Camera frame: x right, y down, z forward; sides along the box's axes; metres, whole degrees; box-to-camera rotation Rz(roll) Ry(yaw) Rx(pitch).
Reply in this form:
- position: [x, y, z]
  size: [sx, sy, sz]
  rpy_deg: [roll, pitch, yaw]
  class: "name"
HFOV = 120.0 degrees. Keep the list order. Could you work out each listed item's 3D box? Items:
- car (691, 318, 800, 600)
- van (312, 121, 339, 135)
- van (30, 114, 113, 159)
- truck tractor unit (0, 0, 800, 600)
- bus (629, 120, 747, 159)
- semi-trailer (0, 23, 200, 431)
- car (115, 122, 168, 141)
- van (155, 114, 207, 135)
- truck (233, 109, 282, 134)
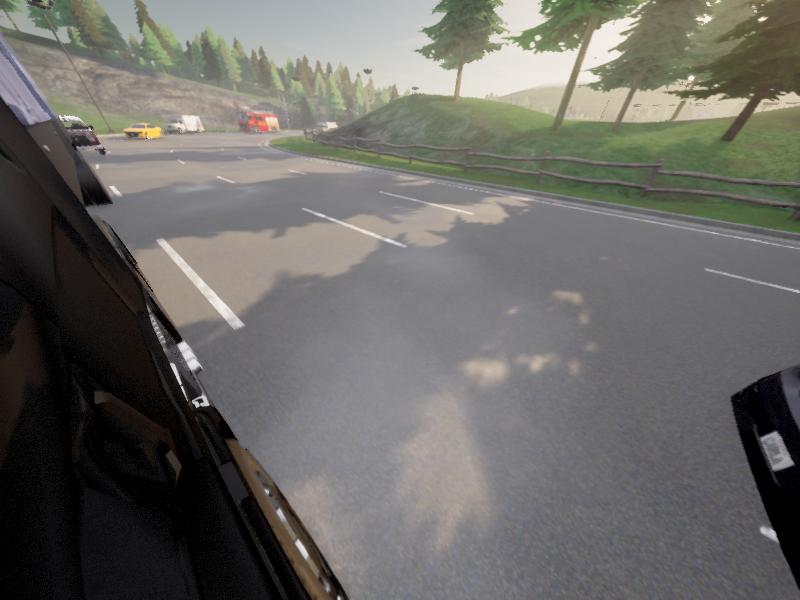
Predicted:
- position: [3.908, 1.542, 0.511]
  size: [3.633, 1.501, 1.845]
  rpy_deg: [28, 44, 30]
  class: "car"
- position: [-17.197, -39.742, 53.552]
  size: [2.351, 2.431, 6.366]
  rpy_deg: [15, 39, 16]
  class: "van"
- position: [-21.023, -10.538, 14.803]
  size: [4.480, 2.038, 2.069]
  rpy_deg: [26, 44, 29]
  class: "van"
- position: [-2.645, -0.295, 0.351]
  size: [6.516, 4.208, 3.053]
  rpy_deg: [28, 44, 30]
  class: "truck tractor unit"
- position: [42.949, -24.810, 35.462]
  size: [10.273, 4.253, 3.944]
  rpy_deg: [28, 44, 29]
  class: "bus"
- position: [-8.610, -3.653, 4.328]
  size: [14.254, 4.402, 2.717]
  rpy_deg: [29, 45, 31]
  class: "semi-trailer"
- position: [-29.508, -19.457, 26.617]
  size: [1.882, 1.535, 5.008]
  rpy_deg: [-9, 38, -14]
  class: "car"
- position: [-35.707, -28.862, 38.084]
  size: [2.351, 2.431, 6.366]
  rpy_deg: [-1, 36, 1]
  class: "van"
- position: [-30.003, -37.878, 49.203]
  size: [2.891, 3.827, 8.468]
  rpy_deg: [14, 38, 15]
  class: "truck"
